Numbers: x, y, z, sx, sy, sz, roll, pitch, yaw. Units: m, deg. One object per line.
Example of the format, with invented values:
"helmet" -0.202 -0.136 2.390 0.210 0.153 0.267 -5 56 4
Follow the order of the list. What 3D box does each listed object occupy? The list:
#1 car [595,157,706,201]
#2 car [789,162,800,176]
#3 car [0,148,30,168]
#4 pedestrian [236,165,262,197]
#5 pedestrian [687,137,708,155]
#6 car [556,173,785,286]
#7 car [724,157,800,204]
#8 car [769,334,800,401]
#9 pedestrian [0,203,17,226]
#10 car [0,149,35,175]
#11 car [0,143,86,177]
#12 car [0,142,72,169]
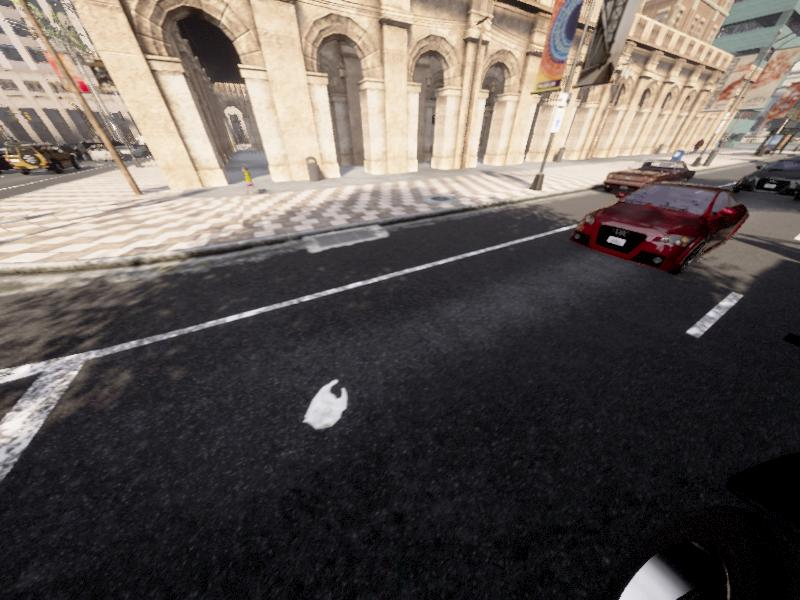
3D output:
"car" 11.882 -5.878 10.984 4.718 1.301 1.895 -18 39 -23
"car" 28.878 -9.427 15.412 3.866 1.878 1.905 -18 39 -23
"car" -37.111 -12.851 20.945 1.994 1.385 4.181 -17 39 -22
"pedestrian" -6.275 -4.970 9.650 0.500 1.100 0.500 -8 36 -11
"pedestrian" 37.444 -19.336 29.055 0.751 1.860 0.751 -20 40 -26
"car" 6.133 -1.909 5.361 4.181 1.385 1.994 -18 39 -23
"car" 17.170 -5.453 10.312 4.181 1.385 1.994 -18 39 -23
"car" 6.740 0.140 2.342 4.974 1.542 2.038 -18 39 -23
"pedestrian" -11.802 -2.868 6.054 0.751 1.860 0.751 -12 37 -17
"car" -30.663 -10.300 17.234 1.816 1.474 4.193 -18 39 -23
"car" -26.900 -10.725 17.469 1.932 1.855 4.605 -18 39 -24
"car" -33.516 -13.484 21.371 1.905 1.878 3.866 -18 39 -23
